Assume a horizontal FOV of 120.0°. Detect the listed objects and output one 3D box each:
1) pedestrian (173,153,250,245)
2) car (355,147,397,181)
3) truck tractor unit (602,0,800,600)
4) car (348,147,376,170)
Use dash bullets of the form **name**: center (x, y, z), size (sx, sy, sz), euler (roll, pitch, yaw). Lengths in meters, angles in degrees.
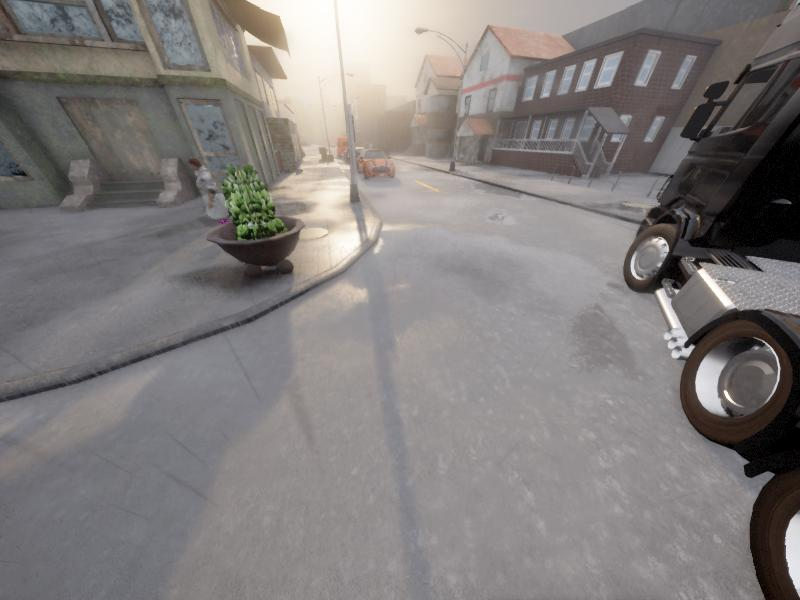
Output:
- **pedestrian**: center (-4.492, -2.426, 5.594), size (0.751, 1.860, 0.751), euler (-26, 42, -32)
- **car**: center (-1.831, -9.985, 16.745), size (2.097, 1.767, 4.553), euler (-9, 36, -13)
- **truck tractor unit**: center (4.434, -0.696, 1.343), size (3.053, 4.208, 6.516), euler (19, 39, 25)
- **car**: center (-3.674, -13.526, 21.975), size (1.851, 1.617, 3.988), euler (-9, 36, -13)
